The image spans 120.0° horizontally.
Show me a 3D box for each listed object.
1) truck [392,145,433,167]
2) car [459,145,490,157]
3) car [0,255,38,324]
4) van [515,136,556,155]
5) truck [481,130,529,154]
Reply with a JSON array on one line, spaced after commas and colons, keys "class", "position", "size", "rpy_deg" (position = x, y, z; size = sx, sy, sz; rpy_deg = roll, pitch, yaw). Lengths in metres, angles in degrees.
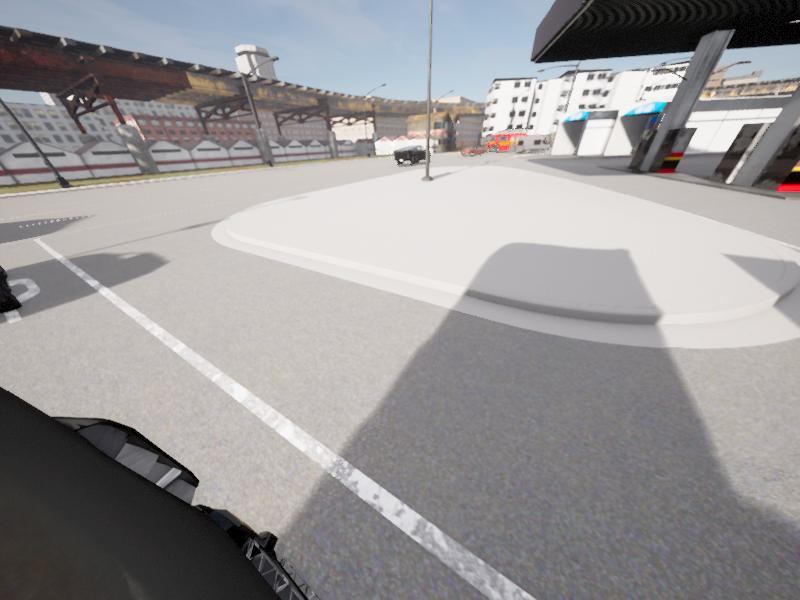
[{"class": "truck", "position": [1.817, -18.827, 30.059], "size": [2.390, 2.098, 6.274], "rpy_deg": [18, 39, 28]}, {"class": "car", "position": [13.677, -27.413, 42.512], "size": [5.027, 1.651, 2.152], "rpy_deg": [-17, 36, -21]}, {"class": "car", "position": [-8.346, -0.444, 3.761], "size": [3.633, 1.501, 1.845], "rpy_deg": [17, 38, 27]}, {"class": "van", "position": [24.256, -27.836, 41.580], "size": [5.915, 2.561, 1.988], "rpy_deg": [-8, 34, -7]}, {"class": "truck", "position": [22.430, -34.098, 49.923], "size": [8.468, 3.827, 2.891], "rpy_deg": [-6, 34, -5]}]
